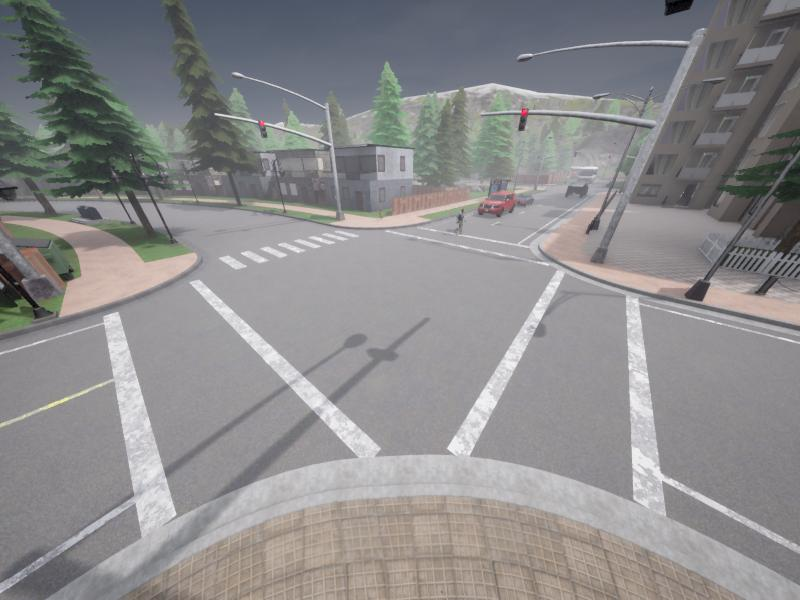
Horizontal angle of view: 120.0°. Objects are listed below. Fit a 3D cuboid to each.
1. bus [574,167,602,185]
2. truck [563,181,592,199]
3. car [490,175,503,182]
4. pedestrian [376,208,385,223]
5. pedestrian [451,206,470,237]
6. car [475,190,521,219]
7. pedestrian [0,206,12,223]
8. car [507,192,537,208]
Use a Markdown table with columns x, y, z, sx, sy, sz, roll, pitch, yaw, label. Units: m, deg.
| x | y | z | sx | sy | sz | roll | pitch | yaw | label |
| --- | --- | --- | --- | --- | --- | --- | --- | --- | --- |
| 53.958 | -35.694 | 66.140 | 3.944 | 4.253 | 10.273 | 24 | 38 | 35 | bus |
| 28.995 | -18.004 | 37.652 | 2.390 | 2.098 | 6.274 | 24 | 38 | 35 | truck |
| 29.590 | -37.325 | 71.038 | 1.932 | 1.855 | 4.605 | 23 | 37 | 34 | car |
| -1.664 | -7.168 | 19.528 | 0.500 | 1.100 | 0.500 | 19 | 35 | 30 | pedestrian |
| 4.190 | -5.456 | 16.109 | 0.751 | 1.860 | 0.751 | -23 | 37 | -34 | pedestrian |
| 10.071 | -9.866 | 23.608 | 2.150 | 2.045 | 5.566 | 24 | 38 | 35 | car |
| -34.039 | -7.251 | 19.434 | 0.751 | 1.300 | 0.751 | 8 | 31 | 13 | pedestrian |
| 15.349 | -12.575 | 28.979 | 1.994 | 1.385 | 4.181 | 24 | 38 | 35 | car |
